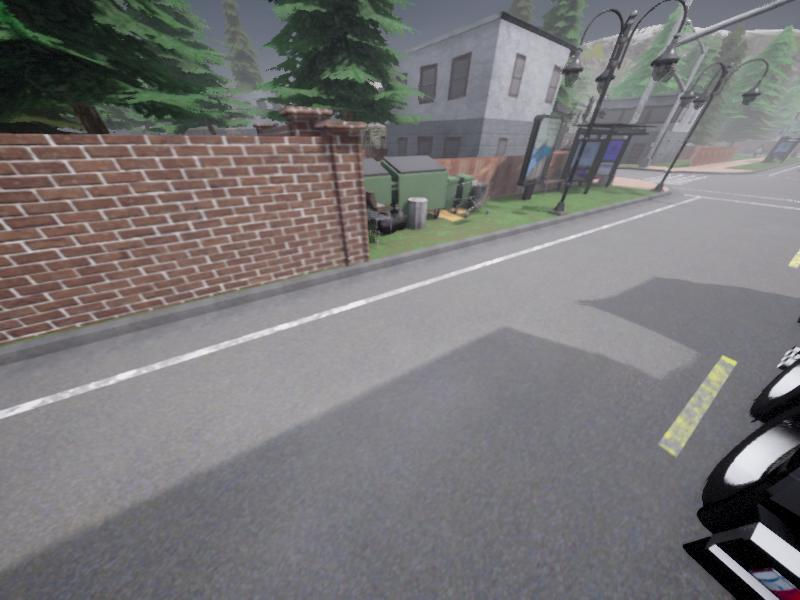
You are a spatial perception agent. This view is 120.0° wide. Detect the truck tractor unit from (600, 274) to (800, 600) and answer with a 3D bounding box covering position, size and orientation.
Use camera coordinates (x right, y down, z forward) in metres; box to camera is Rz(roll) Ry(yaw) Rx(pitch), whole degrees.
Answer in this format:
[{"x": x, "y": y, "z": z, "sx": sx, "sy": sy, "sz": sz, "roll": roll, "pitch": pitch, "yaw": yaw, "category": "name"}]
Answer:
[{"x": 5.125, "y": -0.287, "z": 0.754, "sx": 6.516, "sy": 4.208, "sz": 3.053, "roll": -18, "pitch": 39, "yaw": -23, "category": "truck tractor unit"}]
